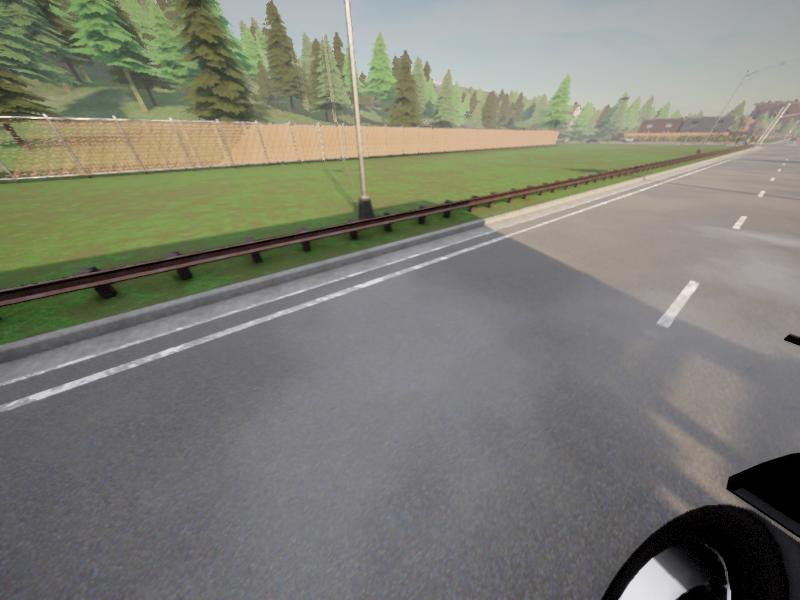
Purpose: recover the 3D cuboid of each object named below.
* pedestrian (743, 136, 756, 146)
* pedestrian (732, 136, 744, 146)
[{"bbox_3d":[80.716,-36.686,53.283,0.751,1.860,0.751,-20,39,-25],"label":"pedestrian"},{"bbox_3d":[79.593,-37.456,54.385,0.751,1.860,0.751,-26,43,-31],"label":"pedestrian"}]
